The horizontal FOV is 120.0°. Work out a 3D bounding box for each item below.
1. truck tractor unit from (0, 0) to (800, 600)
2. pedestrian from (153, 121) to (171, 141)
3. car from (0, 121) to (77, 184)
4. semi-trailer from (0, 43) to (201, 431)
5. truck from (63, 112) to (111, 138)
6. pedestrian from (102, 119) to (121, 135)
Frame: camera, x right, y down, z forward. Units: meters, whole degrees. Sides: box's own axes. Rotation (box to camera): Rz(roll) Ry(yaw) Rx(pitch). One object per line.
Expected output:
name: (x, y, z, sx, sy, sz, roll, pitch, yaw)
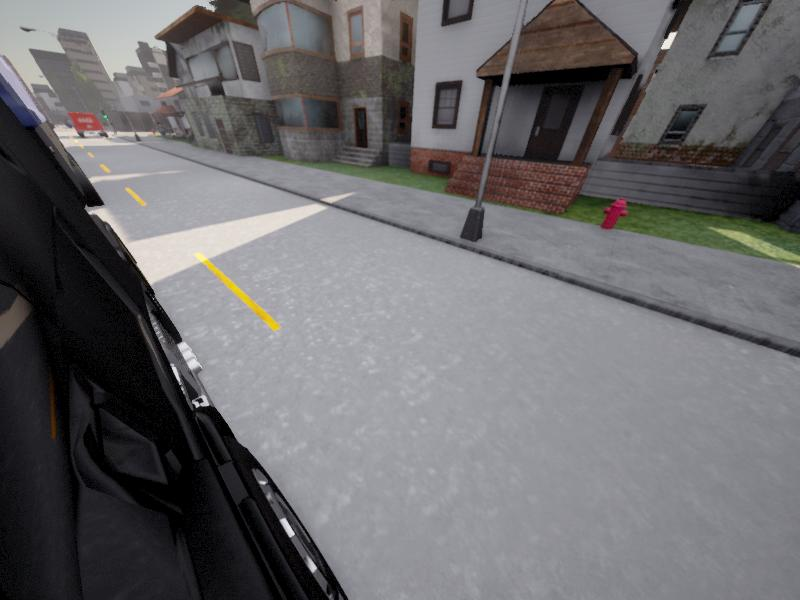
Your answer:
truck tractor unit: (-2.645, -0.295, 0.352, 6.516, 4.208, 3.053, 28, 44, 30)
pedestrian: (-28.210, -20.046, 27.404, 0.751, 1.860, 0.751, 28, 43, 30)
car: (-16.291, -6.528, 9.976, 4.605, 1.855, 1.932, 28, 44, 30)
semi-trailer: (-8.705, -3.575, 4.256, 14.254, 4.402, 2.717, 28, 44, 30)
truck: (-40.588, -22.650, 29.950, 5.204, 2.467, 2.627, 27, 43, 31)
pedestrian: (-42.418, -25.495, 34.010, 0.751, 1.860, 0.751, 8, 37, 8)
